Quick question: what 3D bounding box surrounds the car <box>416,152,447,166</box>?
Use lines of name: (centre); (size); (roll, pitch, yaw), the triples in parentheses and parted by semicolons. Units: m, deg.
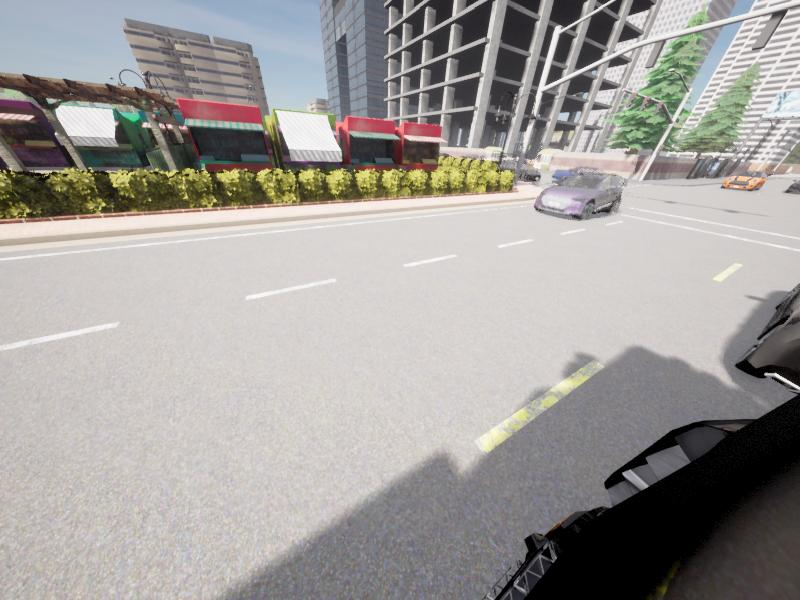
car: (4.732, -21.636, 35.412); (2.038, 1.542, 4.974); (-16, 38, -26)

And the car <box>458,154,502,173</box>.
car: (9.662, -16.722, 28.274); (2.242, 1.667, 4.611); (-16, 38, -26)

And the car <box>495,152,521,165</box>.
car: (21.126, -27.832, 45.450); (1.905, 1.878, 3.866); (-15, 38, -25)

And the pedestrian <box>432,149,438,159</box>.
pedestrian: (7.866, -32.988, 52.144); (0.751, 1.860, 0.751); (-15, 38, -25)

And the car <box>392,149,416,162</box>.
car: (0.645, -25.802, 41.276); (1.930, 1.638, 5.238); (-16, 38, -26)

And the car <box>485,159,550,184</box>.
car: (10.526, -11.844, 21.163); (2.163, 1.488, 4.792); (-16, 38, -26)

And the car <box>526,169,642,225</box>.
car: (8.166, -4.738, 10.247); (4.856, 1.649, 2.033); (-19, 40, -29)

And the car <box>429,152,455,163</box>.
car: (7.669, -26.496, 42.958); (1.882, 1.535, 5.008); (-16, 38, -26)

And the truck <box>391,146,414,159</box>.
truck: (0.516, -33.960, 53.139); (2.390, 2.098, 6.274); (-16, 38, -26)

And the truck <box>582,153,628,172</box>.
truck: (37.047, -25.038, 42.005); (2.615, 2.467, 5.204); (-15, 38, -25)

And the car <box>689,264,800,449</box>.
car: (6.040, 0.331, 2.550); (4.902, 1.511, 2.128); (-15, 38, -25)

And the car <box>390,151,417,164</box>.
car: (0.424, -22.066, 35.725); (1.882, 1.535, 5.008); (-16, 38, -26)

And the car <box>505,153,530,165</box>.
car: (23.688, -28.537, 46.711); (1.905, 1.878, 3.866); (-15, 38, -25)

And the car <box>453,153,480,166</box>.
car: (10.934, -23.242, 38.246); (1.851, 1.617, 3.988); (-16, 38, -26)

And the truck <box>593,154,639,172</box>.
truck: (40.803, -26.072, 43.852); (2.615, 2.467, 5.204); (-15, 38, -25)

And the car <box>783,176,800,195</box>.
car: (39.912, -11.162, 22.499); (4.892, 1.490, 1.837); (-15, 38, -25)

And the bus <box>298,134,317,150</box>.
bus: (-33.560, -57.321, 83.730); (3.944, 4.253, 10.273); (-16, 38, -26)

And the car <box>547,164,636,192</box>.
car: (15.995, -10.481, 19.641); (2.033, 1.411, 5.357); (-19, 40, -30)

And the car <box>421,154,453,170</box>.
car: (4.643, -17.786, 29.662); (1.816, 1.474, 4.193); (-16, 38, -26)

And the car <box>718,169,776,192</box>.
car: (35.165, -12.205, 23.430); (4.553, 1.767, 2.097); (-15, 38, -25)

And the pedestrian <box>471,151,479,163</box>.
pedestrian: (14.065, -26.667, 43.100); (0.751, 1.860, 0.751); (-15, 37, -25)
